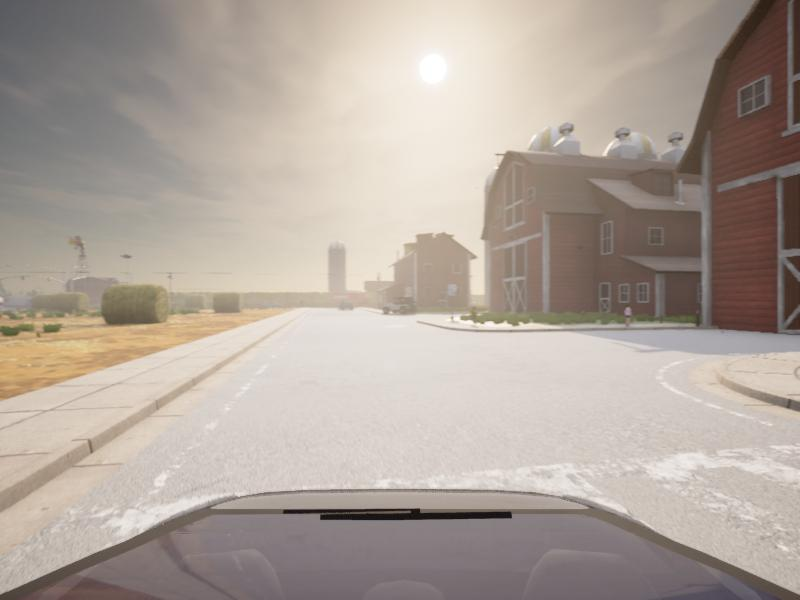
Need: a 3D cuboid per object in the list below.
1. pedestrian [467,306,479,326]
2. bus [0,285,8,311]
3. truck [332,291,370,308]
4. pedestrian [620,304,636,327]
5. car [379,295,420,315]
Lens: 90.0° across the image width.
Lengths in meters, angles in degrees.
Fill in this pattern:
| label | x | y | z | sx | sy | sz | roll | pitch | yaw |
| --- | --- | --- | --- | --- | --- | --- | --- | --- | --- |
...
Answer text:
| label | x | y | z | sx | sy | sz | roll | pitch | yaw |
| --- | --- | --- | --- | --- | --- | --- | --- | --- | --- |
| pedestrian | 4.096 | 0.887 | 22.440 | 0.500 | 1.100 | 0.500 | 0 | 0 | -20 |
| bus | -65.425 | -0.331 | 60.045 | 3.944 | 4.253 | 10.273 | 0 | 0 | -7 |
| truck | -11.015 | -0.140 | 89.508 | 8.468 | 3.827 | 2.891 | 0 | 0 | -10 |
| pedestrian | 11.309 | 0.750 | 19.827 | 0.500 | 1.100 | 0.500 | 0 | 0 | 2 |
| car | -0.052 | 0.551 | 42.984 | 3.866 | 1.878 | 1.905 | -2 | 4 | 37 |
